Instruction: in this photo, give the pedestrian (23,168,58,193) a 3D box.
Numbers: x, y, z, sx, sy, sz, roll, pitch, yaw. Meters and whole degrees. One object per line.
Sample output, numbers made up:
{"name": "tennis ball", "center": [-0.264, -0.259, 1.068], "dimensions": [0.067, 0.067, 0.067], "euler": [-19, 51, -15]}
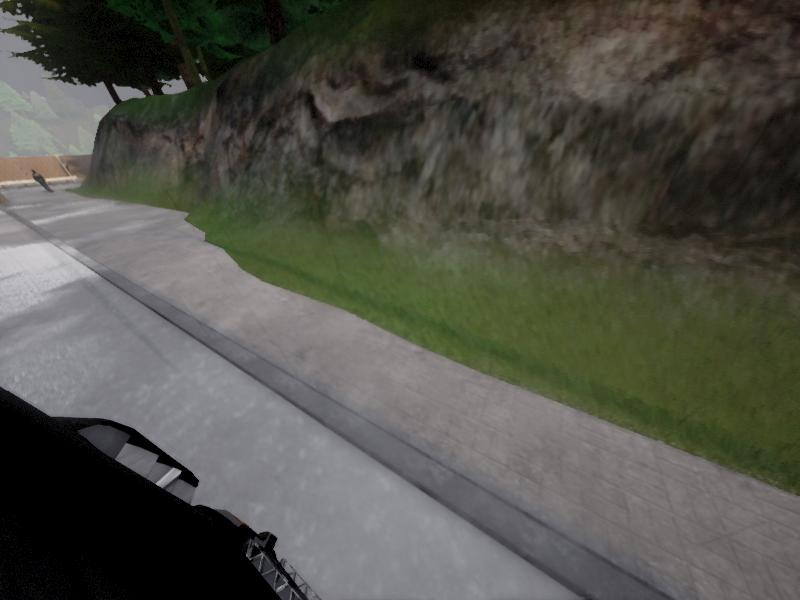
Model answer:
{"name": "pedestrian", "center": [-31.467, -10.461, 20.241], "dimensions": [0.751, 1.860, 0.751], "euler": [15, 37, 25]}
